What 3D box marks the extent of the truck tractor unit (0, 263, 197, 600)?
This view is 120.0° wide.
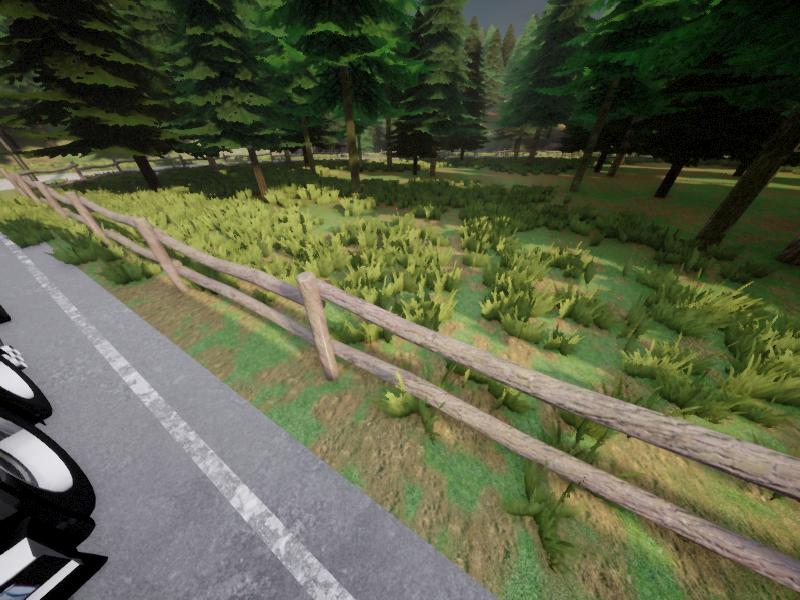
[{"bbox_3d":[-5.109,-0.303,0.782,6.516,4.208,3.053,18,39,24],"label":"truck tractor unit"}]
